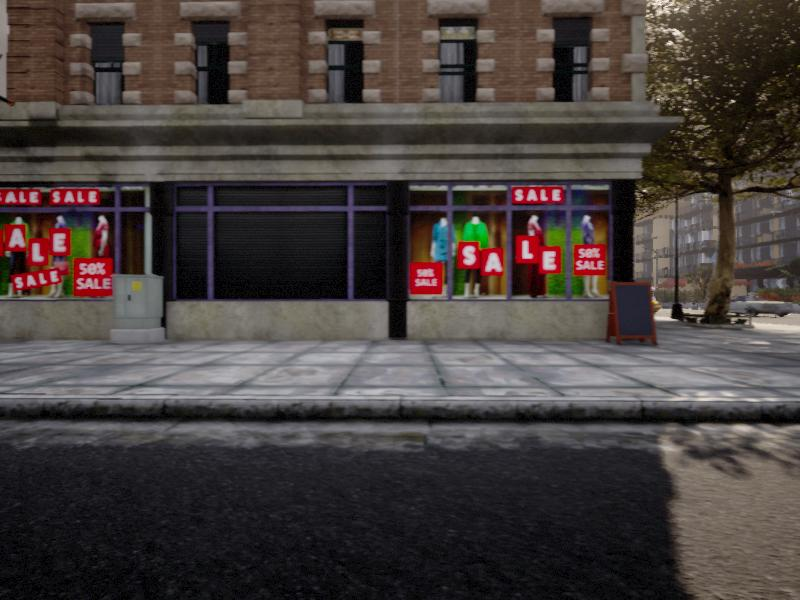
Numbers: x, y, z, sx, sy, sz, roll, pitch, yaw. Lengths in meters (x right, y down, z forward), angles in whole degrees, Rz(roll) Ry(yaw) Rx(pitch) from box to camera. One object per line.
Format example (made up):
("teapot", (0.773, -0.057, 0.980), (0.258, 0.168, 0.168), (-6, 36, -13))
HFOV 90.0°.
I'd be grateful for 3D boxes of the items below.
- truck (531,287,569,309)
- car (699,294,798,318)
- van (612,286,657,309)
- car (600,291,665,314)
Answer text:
("truck", (17.467, -0.239, 46.967), (2.627, 2.467, 5.204), (0, 0, 1))
("car", (20.689, 0.345, 24.082), (1.895, 1.301, 4.718), (0, 0, 1))
("van", (27.981, -0.273, 47.963), (1.988, 2.561, 5.915), (0, 0, 1))
("car", (17.262, 0.205, 30.056), (1.801, 1.575, 5.366), (0, 0, 1))
